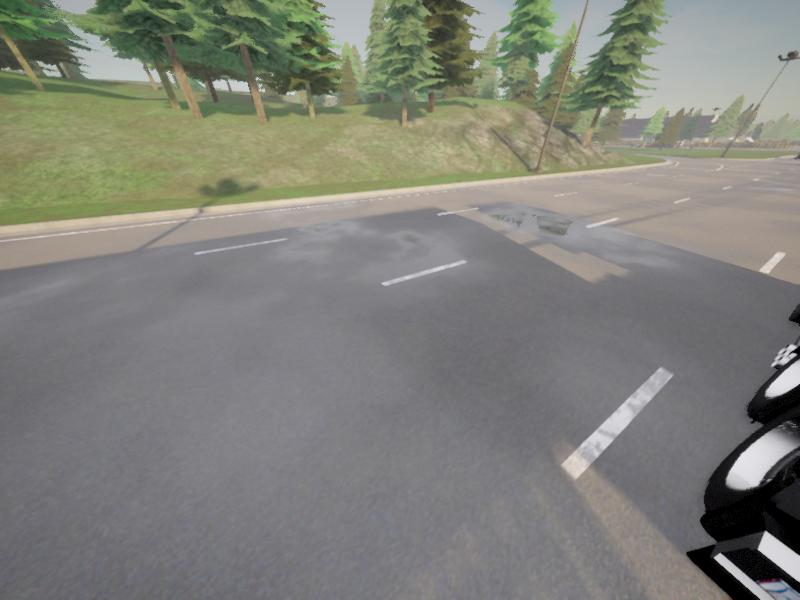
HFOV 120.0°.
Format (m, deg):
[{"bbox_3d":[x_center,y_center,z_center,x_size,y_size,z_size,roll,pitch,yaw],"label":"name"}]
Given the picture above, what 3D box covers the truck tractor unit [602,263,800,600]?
[{"bbox_3d":[5.105,-0.307,0.786,6.516,4.208,3.053,-18,39,-24],"label":"truck tractor unit"}]
